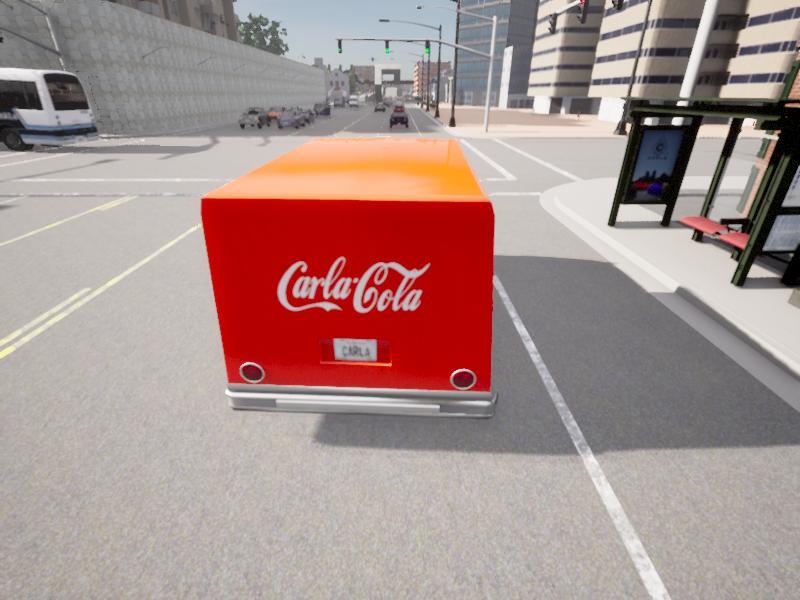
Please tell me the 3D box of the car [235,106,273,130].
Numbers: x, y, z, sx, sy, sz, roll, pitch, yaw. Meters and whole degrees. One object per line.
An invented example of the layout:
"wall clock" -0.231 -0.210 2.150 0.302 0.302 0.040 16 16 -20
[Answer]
"car" -14.090 -17.777 38.940 1.932 1.855 4.605 0 27 0

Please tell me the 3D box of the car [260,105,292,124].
"car" -14.106 -21.277 45.811 2.097 1.767 4.553 0 27 0

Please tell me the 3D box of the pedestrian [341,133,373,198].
"pedestrian" -1.352 -4.331 12.869 0.751 1.860 0.751 4 28 8

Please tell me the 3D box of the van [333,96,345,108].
"van" -14.222 -46.382 93.568 1.988 2.561 5.915 0 27 0

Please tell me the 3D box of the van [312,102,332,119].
"van" -10.626 -25.863 54.481 1.775 1.987 4.442 0 27 0

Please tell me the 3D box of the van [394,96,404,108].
"van" -0.219 -46.966 94.857 2.351 2.431 6.366 0 27 0

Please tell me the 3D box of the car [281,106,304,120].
"car" -14.121 -24.716 52.818 1.816 1.474 4.193 0 27 0

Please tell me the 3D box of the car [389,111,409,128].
"car" -0.096 -18.721 41.404 1.895 1.301 4.718 0 27 0

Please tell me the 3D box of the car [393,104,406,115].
"car" -0.149 -30.617 64.266 2.007 1.525 4.514 0 27 0

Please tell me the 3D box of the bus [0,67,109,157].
"bus" -23.797 -11.005 22.949 10.273 4.253 3.944 3 27 -1

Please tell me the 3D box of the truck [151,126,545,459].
"truck" -0.244 -0.845 5.519 2.627 2.467 5.204 1 28 3

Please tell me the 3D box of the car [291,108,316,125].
"car" -10.604 -20.372 44.346 1.845 1.501 3.633 0 27 0

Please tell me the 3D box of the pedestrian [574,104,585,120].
"pedestrian" 22.738 -23.804 50.708 0.751 1.860 0.751 -4 28 -7

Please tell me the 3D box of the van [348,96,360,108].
"van" -10.720 -46.085 92.993 1.988 2.561 5.915 0 27 0

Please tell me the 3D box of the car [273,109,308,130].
"car" -10.590 -17.755 39.174 2.033 1.649 4.856 0 27 0

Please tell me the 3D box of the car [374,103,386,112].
"car" -3.672 -35.689 74.157 1.970 1.475 3.806 0 27 0
